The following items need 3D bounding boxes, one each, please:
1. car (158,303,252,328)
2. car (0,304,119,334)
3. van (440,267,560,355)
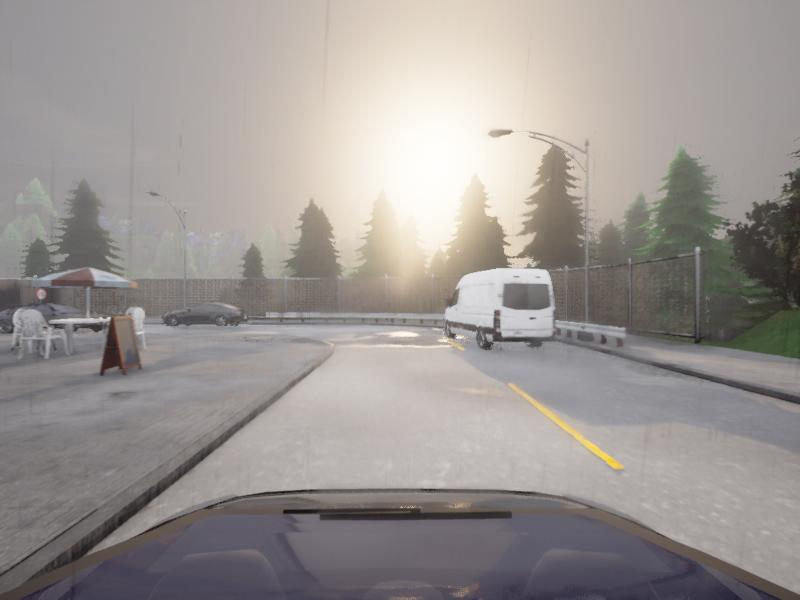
[{"bbox_3d":[-11.460,0.878,23.729,4.674,1.442,1.812,0,0,1],"label":"car"},{"bbox_3d":[-17.245,0.902,19.730,5.357,1.411,2.033,0,0,0],"label":"car"},{"bbox_3d":[3.278,0.330,14.716,1.988,2.561,5.915,1,0,-10],"label":"van"}]
